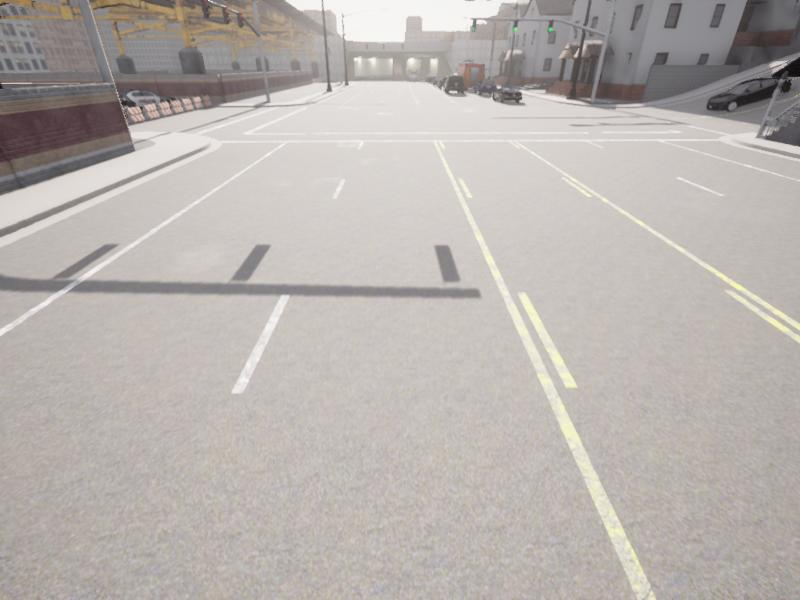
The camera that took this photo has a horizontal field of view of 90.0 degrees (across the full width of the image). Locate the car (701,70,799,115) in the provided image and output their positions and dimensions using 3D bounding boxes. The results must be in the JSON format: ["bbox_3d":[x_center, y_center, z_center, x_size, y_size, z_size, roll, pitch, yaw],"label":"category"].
[{"bbox_3d":[25.136,-14.993,28.913,5.008,1.535,1.882,-14,30,7],"label":"car"}]

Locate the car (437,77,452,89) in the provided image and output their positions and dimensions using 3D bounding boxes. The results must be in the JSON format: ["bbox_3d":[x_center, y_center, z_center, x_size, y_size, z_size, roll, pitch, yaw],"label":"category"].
[{"bbox_3d":[7.028,-34.406,63.486,1.837,1.490,4.892,0,30,0],"label":"car"}]

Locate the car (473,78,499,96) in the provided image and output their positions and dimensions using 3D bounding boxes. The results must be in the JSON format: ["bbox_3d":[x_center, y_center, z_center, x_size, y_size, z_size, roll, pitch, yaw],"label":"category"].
[{"bbox_3d":[10.520,-26.319,49.333,2.097,1.767,4.553,0,30,0],"label":"car"}]

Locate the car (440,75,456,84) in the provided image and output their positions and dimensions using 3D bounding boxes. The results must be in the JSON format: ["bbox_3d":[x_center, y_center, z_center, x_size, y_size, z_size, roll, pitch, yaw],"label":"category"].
[{"bbox_3d":[9.936,-45.717,82.892,2.128,1.511,4.902,-4,31,-7],"label":"car"}]

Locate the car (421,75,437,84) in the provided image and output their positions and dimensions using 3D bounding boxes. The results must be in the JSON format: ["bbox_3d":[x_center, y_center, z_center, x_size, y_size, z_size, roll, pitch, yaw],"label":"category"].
[{"bbox_3d":[6.023,-46.573,84.336,1.837,1.490,4.892,-6,31,-12],"label":"car"}]

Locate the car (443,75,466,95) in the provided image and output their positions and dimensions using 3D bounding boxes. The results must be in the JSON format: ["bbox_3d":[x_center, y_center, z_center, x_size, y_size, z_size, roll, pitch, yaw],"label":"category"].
[{"bbox_3d":[7.021,-28.017,52.002,2.150,2.045,5.566,0,31,0],"label":"car"}]

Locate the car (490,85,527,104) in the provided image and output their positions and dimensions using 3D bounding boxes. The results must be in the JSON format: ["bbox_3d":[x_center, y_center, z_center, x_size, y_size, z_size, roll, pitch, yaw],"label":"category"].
[{"bbox_3d":[10.532,-20.286,39.398,2.033,1.411,5.357,-1,30,-2],"label":"car"}]

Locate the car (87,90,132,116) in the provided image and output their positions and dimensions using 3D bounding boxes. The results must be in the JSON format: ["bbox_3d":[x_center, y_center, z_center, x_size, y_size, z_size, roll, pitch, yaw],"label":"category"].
[{"bbox_3d":[-19.465,-13.204,26.753,1.853,1.218,4.536,-20,36,-31],"label":"car"}]

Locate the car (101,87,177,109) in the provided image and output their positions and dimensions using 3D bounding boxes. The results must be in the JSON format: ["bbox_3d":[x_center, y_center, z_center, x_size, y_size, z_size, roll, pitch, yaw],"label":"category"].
[{"bbox_3d":[-20.246,-15.866,31.313,1.853,1.218,4.536,15,34,24],"label":"car"}]

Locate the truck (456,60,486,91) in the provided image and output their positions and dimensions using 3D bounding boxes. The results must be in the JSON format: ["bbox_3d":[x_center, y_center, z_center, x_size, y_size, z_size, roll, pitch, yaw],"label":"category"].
[{"bbox_3d":[10.529,-33.743,60.039,2.891,3.827,8.468,0,30,0],"label":"truck"}]

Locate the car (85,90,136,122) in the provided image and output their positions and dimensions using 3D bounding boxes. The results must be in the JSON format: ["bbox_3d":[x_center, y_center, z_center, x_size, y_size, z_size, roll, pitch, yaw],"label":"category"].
[{"bbox_3d":[-19.434,-13.047,26.797,2.038,1.542,4.974,-20,36,-31],"label":"car"}]

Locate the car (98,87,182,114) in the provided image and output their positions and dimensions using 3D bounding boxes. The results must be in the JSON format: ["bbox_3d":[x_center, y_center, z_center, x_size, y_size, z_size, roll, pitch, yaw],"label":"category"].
[{"bbox_3d":[-20.222,-15.753,31.432,2.038,1.542,4.974,15,34,24],"label":"car"}]
